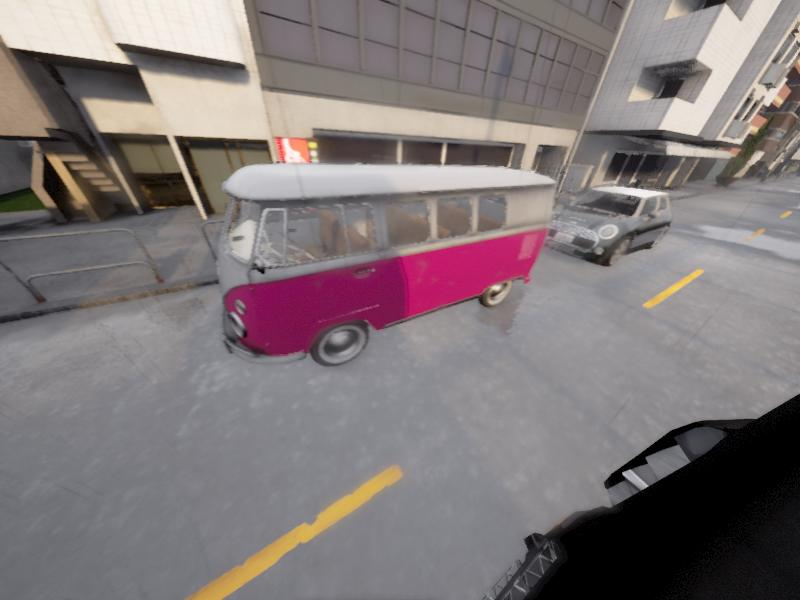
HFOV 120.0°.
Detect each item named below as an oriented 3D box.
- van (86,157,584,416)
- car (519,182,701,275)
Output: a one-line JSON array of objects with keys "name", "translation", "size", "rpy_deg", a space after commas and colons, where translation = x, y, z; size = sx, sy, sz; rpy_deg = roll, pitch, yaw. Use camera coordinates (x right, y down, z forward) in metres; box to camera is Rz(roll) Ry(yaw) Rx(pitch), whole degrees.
[{"name": "van", "translation": [-0.017, -0.734, 3.216], "size": [4.442, 1.987, 1.775], "rpy_deg": [-16, 38, -26]}, {"name": "car", "translation": [5.467, -2.117, 6.125], "size": [3.806, 1.475, 1.970], "rpy_deg": [-16, 38, -26]}]
